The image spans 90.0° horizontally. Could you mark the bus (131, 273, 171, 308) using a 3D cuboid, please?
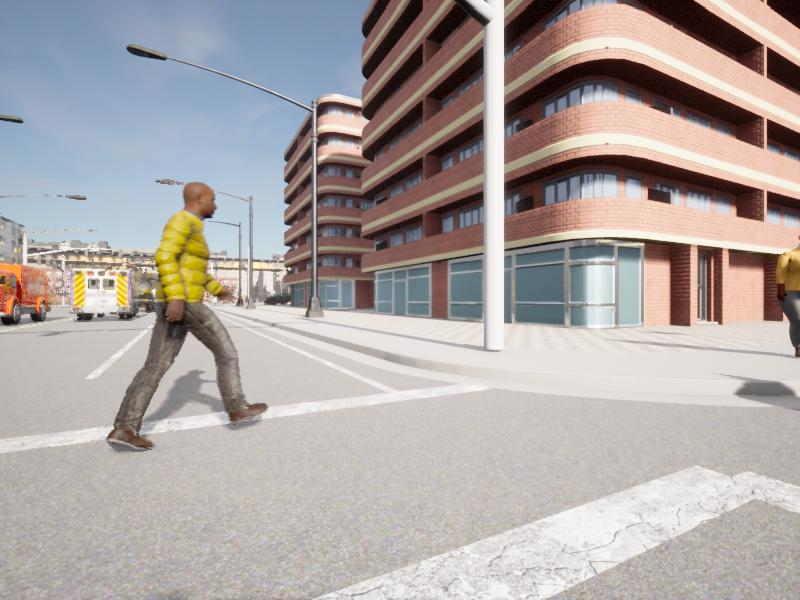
[{"bbox_3d":[-33.142,-1.164,53.663,3.944,4.253,10.273,0,0,-28],"label":"bus"}]

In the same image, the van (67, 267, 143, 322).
[{"bbox_3d":[-15.194,-0.222,21.031,2.351,2.431,6.366,0,0,-29],"label":"van"}]

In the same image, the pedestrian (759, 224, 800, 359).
[{"bbox_3d":[5.851,-0.115,5.763,0.751,1.860,0.751,0,0,16],"label":"pedestrian"}]

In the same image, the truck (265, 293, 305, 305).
[{"bbox_3d":[-20.145,-0.210,70.222,6.274,2.098,2.390,-1,0,-27],"label":"truck"}]

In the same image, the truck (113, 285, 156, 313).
[{"bbox_3d":[-21.774,-0.060,33.089,2.390,2.098,6.274,0,0,-29],"label":"truck"}]

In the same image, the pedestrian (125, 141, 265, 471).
[{"bbox_3d":[-1.440,0.035,2.785,0.751,1.860,0.751,0,0,-37],"label":"pedestrian"}]

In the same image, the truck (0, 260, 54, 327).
[{"bbox_3d":[-16.753,-0.243,16.576,2.627,2.467,5.204,0,0,-28],"label":"truck"}]
